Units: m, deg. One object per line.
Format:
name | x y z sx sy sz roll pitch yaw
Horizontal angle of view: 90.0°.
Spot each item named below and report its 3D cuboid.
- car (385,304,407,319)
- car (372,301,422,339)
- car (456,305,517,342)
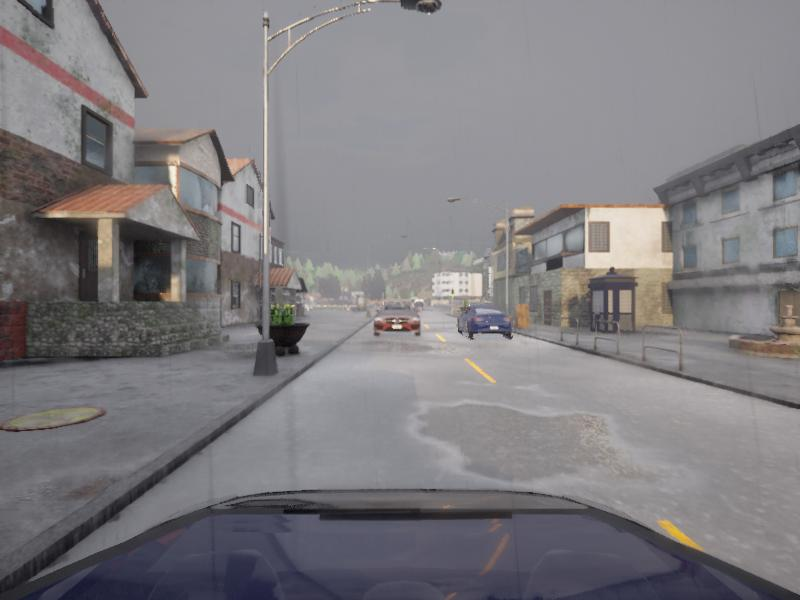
car | -0.486 1.089 39.907 2.033 1.411 5.357 0 0 -2
car | -0.119 0.879 19.777 2.152 1.651 5.027 0 0 0
car | 3.760 0.961 18.238 1.812 1.442 4.674 0 0 0
